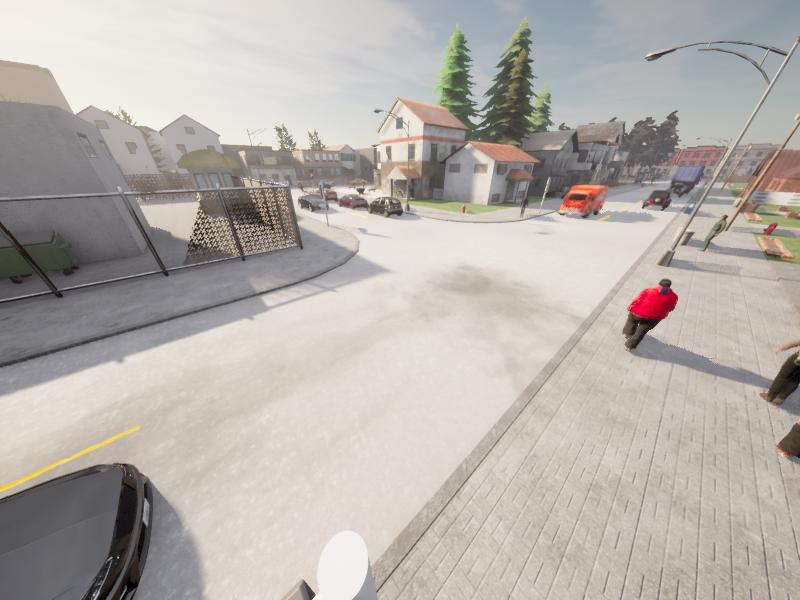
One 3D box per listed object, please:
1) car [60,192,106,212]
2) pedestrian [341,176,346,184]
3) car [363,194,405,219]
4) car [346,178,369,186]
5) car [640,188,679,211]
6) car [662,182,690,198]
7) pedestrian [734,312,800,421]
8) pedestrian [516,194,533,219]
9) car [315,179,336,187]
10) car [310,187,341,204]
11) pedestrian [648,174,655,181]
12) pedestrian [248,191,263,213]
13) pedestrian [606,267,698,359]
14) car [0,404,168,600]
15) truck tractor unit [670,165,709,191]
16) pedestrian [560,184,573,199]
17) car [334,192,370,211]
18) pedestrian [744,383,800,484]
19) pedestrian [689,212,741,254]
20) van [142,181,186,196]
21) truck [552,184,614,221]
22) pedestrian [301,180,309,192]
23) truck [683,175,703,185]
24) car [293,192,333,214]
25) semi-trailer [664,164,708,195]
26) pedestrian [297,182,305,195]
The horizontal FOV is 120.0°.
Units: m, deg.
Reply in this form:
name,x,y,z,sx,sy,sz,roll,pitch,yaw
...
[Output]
name,x,y,z,sx,sy,sz,roll,pitch,yaw
car,-33.330,-10.450,24.440,1.816,1.474,4.193,-23,37,-34
pedestrian,-14.801,-31.644,60.699,0.751,1.860,0.751,-24,38,-35
car,-1.531,-8.899,21.812,1.851,1.617,3.988,-23,37,-34
car,-10.541,-29.400,57.348,5.366,1.575,1.801,-23,37,-34
car,28.312,-11.042,25.243,3.866,1.878,1.905,-23,37,-34
car,42.722,-17.081,35.713,4.605,1.855,1.932,-23,37,-34
pedestrian,7.104,1.082,4.014,0.751,1.860,0.751,-24,37,-35
pedestrian,10.668,-8.063,19.856,0.751,1.860,0.751,11,32,18
car,-17.006,-26.646,52.681,3.806,1.475,1.970,-23,37,-34
car,-9.926,-13.902,30.558,2.007,1.525,4.514,-23,37,-34
pedestrian,76.854,-37.276,70.455,0.751,1.860,0.751,-23,37,-34
pedestrian,-14.048,-9.561,22.448,0.751,1.860,0.751,-16,34,-25
pedestrian,5.723,0.294,5.379,0.751,1.860,0.751,24,38,35
car,-4.609,2.940,1.439,4.193,1.474,1.816,-23,37,-34
truck tractor unit,57.221,-24.164,45.634,6.516,4.208,3.053,-23,37,-34
pedestrian,22.769,-14.842,31.596,0.751,1.860,0.751,-24,37,-35
car,-5.423,-11.160,25.967,1.994,1.385,4.181,-24,38,-35
pedestrian,5.877,1.641,3.046,0.751,1.860,0.751,-23,37,-35
pedestrian,16.017,-3.428,11.827,0.751,1.860,0.751,20,35,30
van,-37.917,-18.056,37.293,4.442,1.987,1.775,-22,37,-33
truck,16.883,-9.117,21.325,5.204,2.467,2.627,-23,37,-34
pedestrian,-16.456,-19.719,40.041,0.751,1.860,0.751,-17,34,-27
truck,75.413,-30.874,59.378,6.274,2.098,2.390,-22,37,-34
car,-9.255,-10.369,24.454,2.128,1.511,4.902,-23,37,-34
semi-trailer,51.156,-21.707,41.182,14.254,4.402,2.717,-23,37,-34
pedestrian,-16.265,-18.474,38.096,0.751,1.860,0.751,-15,33,-24
